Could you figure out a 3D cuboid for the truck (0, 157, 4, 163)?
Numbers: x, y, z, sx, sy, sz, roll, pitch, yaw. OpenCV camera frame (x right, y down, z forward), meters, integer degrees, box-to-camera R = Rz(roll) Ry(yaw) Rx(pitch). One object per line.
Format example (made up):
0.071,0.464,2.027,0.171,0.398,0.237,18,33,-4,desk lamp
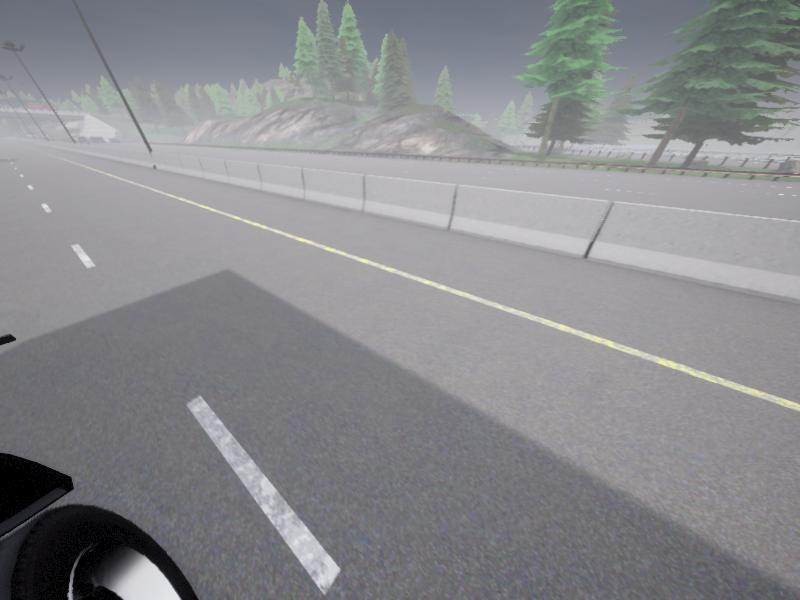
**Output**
-41.242,-14.516,21.987,5.204,2.467,2.627,22,41,28,truck
